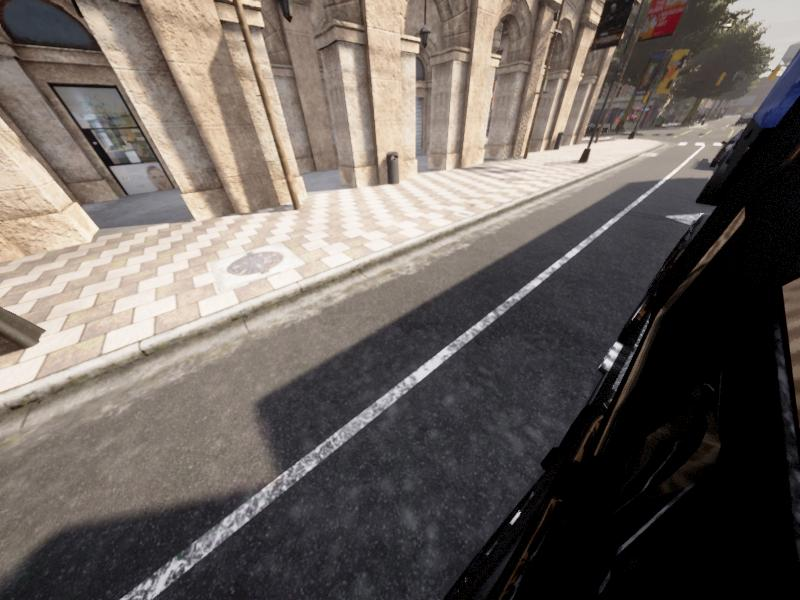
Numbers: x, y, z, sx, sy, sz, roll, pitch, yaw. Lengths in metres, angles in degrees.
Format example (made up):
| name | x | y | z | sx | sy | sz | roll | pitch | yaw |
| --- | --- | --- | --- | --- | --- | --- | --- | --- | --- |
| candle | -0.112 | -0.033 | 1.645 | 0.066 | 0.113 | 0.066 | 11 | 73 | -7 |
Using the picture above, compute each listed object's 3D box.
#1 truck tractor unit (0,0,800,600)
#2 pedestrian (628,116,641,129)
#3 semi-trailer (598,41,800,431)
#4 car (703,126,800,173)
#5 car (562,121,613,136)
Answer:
| name | x | y | z | sx | sy | sz | roll | pitch | yaw |
| --- | --- | --- | --- | --- | --- | --- | --- | --- | --- |
| truck tractor unit | 2.645 | -0.295 | 0.351 | 6.516 | 4.208 | 3.053 | -28 | 44 | -30 |
| pedestrian | 43.493 | -32.971 | 42.865 | 0.751 | 1.860 | 0.751 | -22 | 41 | -23 |
| semi-trailer | 8.678 | -3.627 | 4.237 | 14.254 | 4.402 | 2.717 | -28 | 44 | -30 |
| car | 16.259 | -7.122 | 10.804 | 3.633 | 1.501 | 1.845 | -29 | 44 | -30 |
| car | 27.504 | -25.268 | 34.123 | 1.930 | 1.638 | 5.238 | -28 | 43 | -30 |
